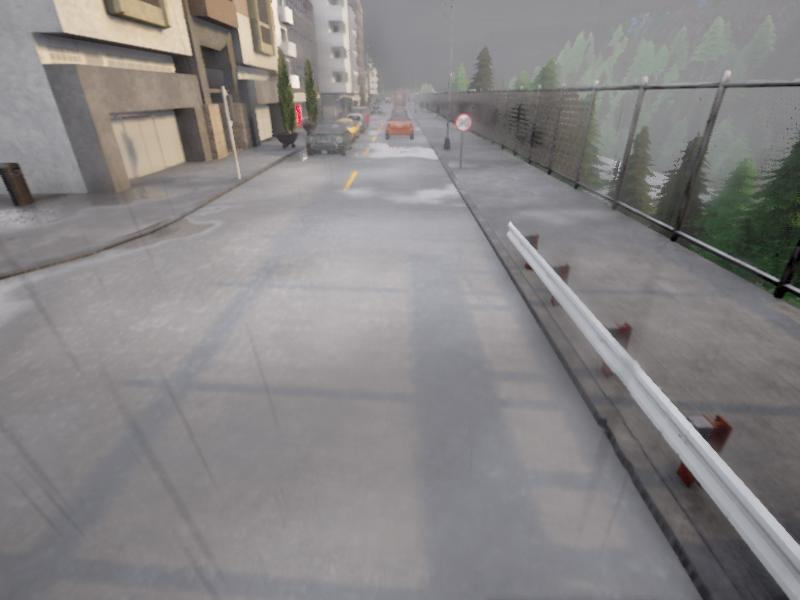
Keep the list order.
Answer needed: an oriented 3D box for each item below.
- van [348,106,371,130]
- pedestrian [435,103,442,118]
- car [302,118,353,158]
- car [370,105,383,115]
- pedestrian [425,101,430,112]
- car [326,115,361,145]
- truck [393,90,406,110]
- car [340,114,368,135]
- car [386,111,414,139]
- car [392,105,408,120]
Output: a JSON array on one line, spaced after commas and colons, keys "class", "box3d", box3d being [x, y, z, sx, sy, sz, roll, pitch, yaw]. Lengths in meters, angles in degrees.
[{"class": "van", "box3d": [-4.017, -18.407, 40.310, 1.775, 1.987, 4.442, 0, 27, 0]}, {"class": "pedestrian", "box3d": [5.213, -25.866, 54.597, 0.751, 1.860, 0.751, 9, 29, 17]}, {"class": "car", "box3d": [-4.006, -9.390, 22.973, 2.097, 1.767, 4.553, 0, 27, 0]}, {"class": "car", "box3d": [-4.037, -32.904, 69.166, 1.970, 1.475, 3.806, 0, 27, 0]}, {"class": "pedestrian", "box3d": [5.108, -35.679, 73.691, 0.751, 1.860, 0.751, -1, 27, -1]}, {"class": "car", "box3d": [-4.010, -12.548, 29.351, 1.801, 1.575, 5.366, 0, 27, 0]}, {"class": "truck", "box3d": [-0.053, -46.052, 92.045, 2.891, 3.827, 8.468, 0, 27, 0]}, {"class": "car", "box3d": [-4.012, -15.659, 35.519, 1.970, 1.475, 3.806, 0, 27, 0]}, {"class": "car", "box3d": [-0.011, -13.969, 31.846, 2.097, 1.767, 4.553, 0, 27, 0]}, {"class": "car", "box3d": [-0.027, -26.190, 55.814, 2.152, 1.651, 5.027, 0, 27, 0]}]
